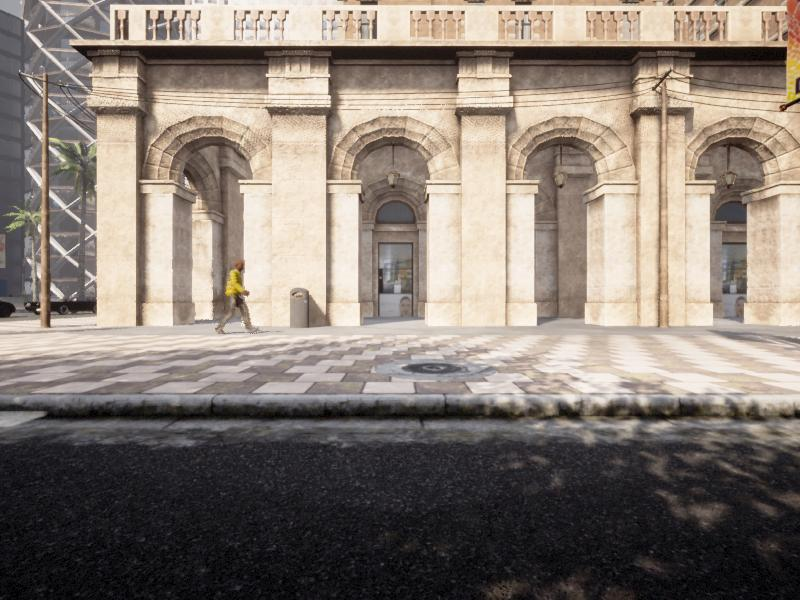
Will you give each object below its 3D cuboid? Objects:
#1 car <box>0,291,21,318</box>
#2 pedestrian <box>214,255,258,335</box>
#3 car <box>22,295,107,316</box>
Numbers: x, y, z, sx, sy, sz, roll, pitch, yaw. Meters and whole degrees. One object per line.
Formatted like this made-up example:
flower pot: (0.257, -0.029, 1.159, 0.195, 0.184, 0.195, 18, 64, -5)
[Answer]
car: (-23.029, 0.251, 21.246, 1.816, 1.474, 4.193, 0, 0, 0)
pedestrian: (-3.899, -0.116, 9.585, 0.751, 1.860, 0.751, 0, 0, 0)
car: (-23.035, 0.340, 27.750, 1.895, 1.301, 4.718, 0, 0, 0)
